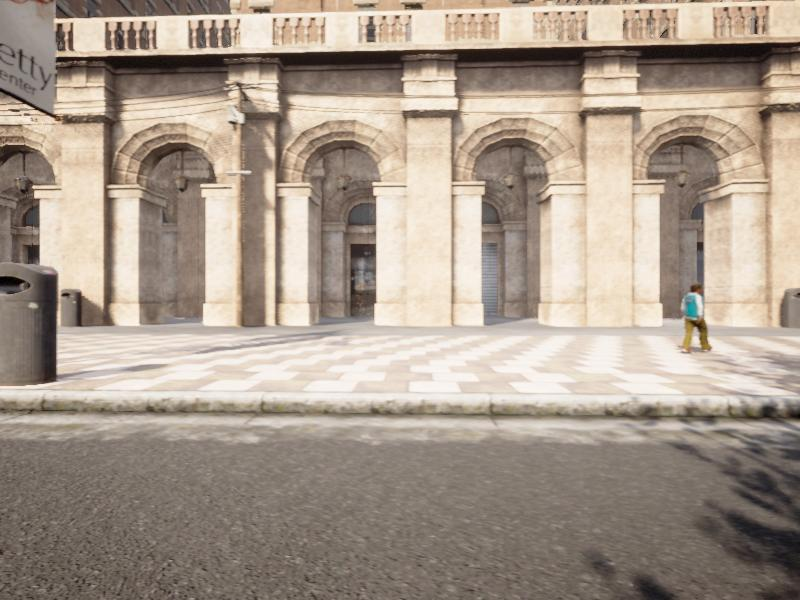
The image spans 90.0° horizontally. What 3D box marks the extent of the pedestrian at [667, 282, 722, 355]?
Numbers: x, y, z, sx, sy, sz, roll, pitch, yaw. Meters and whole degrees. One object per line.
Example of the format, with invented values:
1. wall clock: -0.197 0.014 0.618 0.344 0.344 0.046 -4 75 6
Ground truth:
1. pedestrian: 4.625 0.274 6.295 0.500 1.100 0.500 0 0 -17
